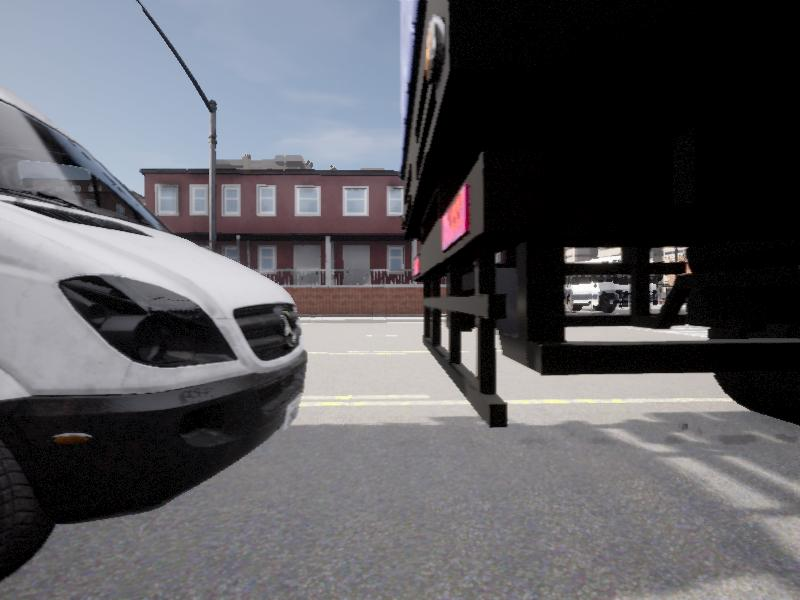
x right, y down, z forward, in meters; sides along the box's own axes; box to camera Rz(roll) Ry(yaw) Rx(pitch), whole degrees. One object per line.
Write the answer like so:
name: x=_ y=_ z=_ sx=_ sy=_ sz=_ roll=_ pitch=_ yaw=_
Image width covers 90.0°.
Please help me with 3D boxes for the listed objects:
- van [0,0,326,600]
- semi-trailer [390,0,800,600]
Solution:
van: x=-3.516 y=-0.262 z=2.081 sx=5.915 sy=2.561 sz=1.988 roll=0 pitch=0 yaw=-1
semi-trailer: x=7.075 y=-1.241 z=2.318 sx=14.254 sy=4.402 sz=2.717 roll=0 pitch=0 yaw=-2
